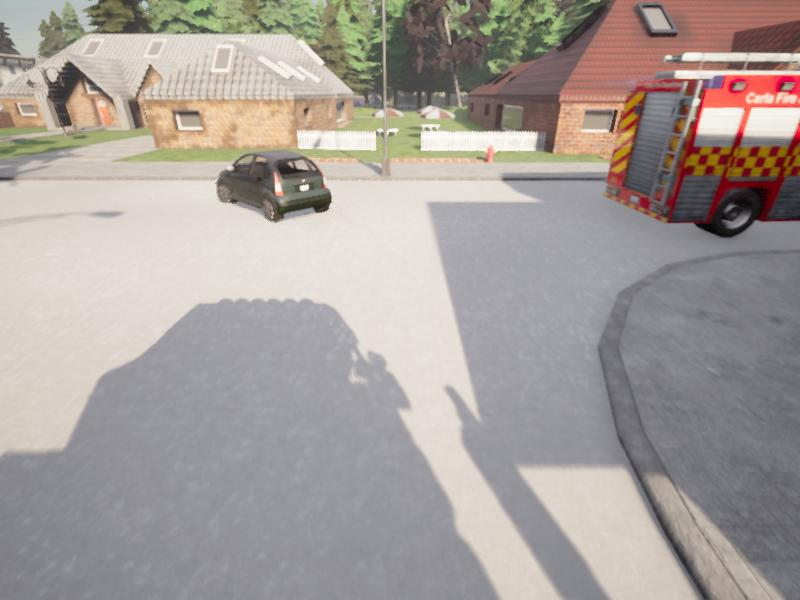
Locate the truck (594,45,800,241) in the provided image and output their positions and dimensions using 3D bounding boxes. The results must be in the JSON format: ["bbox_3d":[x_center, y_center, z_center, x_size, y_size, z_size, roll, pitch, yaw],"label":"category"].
[{"bbox_3d":[10.022,-3.833,9.850,8.468,3.827,2.891,-2,27,-3],"label":"truck"}]

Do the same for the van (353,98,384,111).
[{"bbox_3d":[-6.456,-40.505,82.891,6.366,2.431,2.351,0,27,0],"label":"van"}]

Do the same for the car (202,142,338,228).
[{"bbox_3d":[-3.804,-3.484,11.576,3.988,1.617,1.851,25,36,39],"label":"car"}]

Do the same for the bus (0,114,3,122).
[{"bbox_3d":[-53.122,-22.520,45.997,3.944,4.253,10.273,0,27,0],"label":"bus"}]
